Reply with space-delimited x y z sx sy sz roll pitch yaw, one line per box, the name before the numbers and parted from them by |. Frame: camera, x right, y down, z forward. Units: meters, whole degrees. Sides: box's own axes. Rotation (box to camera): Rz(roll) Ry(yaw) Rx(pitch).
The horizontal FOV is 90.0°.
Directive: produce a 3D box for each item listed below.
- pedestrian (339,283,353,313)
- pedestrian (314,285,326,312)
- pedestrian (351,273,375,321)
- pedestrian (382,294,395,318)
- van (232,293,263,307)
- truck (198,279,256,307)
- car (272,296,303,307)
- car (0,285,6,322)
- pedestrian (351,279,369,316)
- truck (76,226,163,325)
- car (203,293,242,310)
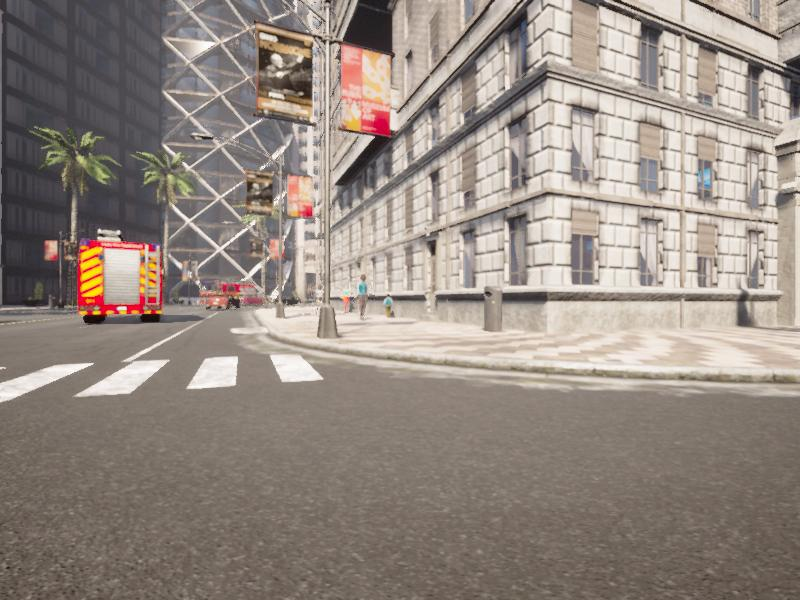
pedestrian | -3.356 -0.118 24.874 0.751 1.860 0.751 0 0 -20
pedestrian | -5.608 -0.124 28.062 0.751 1.860 0.751 0 0 -20
pedestrian | -1.490 -0.115 15.932 0.751 1.860 0.751 0 0 -23
pedestrian | -0.525 0.268 18.137 0.500 1.100 0.500 0 0 -13
van | -22.080 -0.047 58.271 1.775 1.987 4.442 0 0 19
truck | -25.509 -0.975 59.501 2.891 3.827 8.468 0 0 19
car | -17.059 0.213 61.125 1.837 1.490 4.892 0 0 25
car | -17.050 0.160 14.630 1.801 1.575 5.366 0 0 -22
pedestrian | -2.065 -0.116 20.524 0.751 1.860 0.751 0 0 -20
truck | -13.527 -0.952 19.784 2.891 3.827 8.468 0 0 -32
car | -17.424 0.143 39.592 2.152 1.651 5.027 0 0 -7
